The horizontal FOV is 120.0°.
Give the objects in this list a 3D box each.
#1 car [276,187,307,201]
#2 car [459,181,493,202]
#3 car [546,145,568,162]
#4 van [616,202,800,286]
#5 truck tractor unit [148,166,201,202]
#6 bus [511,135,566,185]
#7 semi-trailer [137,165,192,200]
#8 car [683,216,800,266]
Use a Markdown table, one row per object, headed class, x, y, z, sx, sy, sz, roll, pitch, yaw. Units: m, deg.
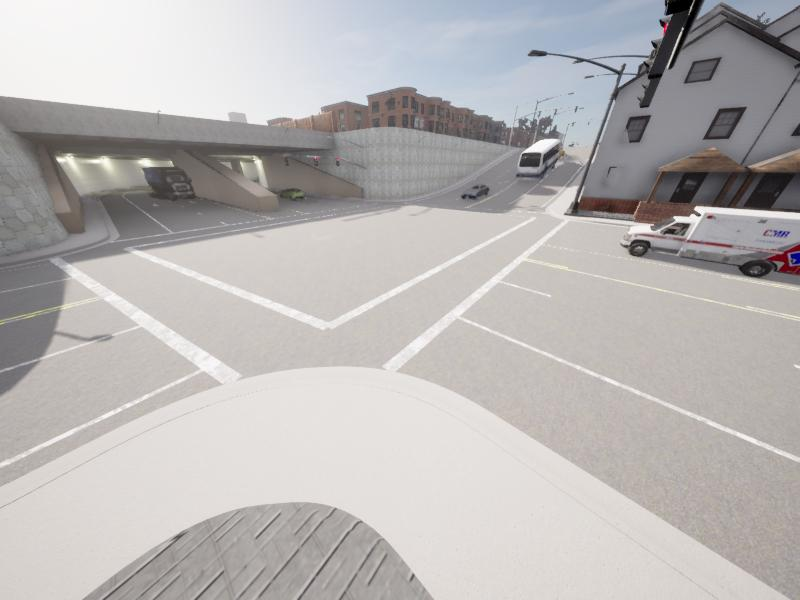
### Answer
| class | x | y | z | sx | sy | sz | roll | pitch | yaw |
| --- | --- | --- | --- | --- | --- | --- | --- | --- | --- |
| car | -15.836 | -15.520 | 33.666 | 4.514 | 1.525 | 2.007 | 23 | 37 | 34 |
| car | 10.331 | -14.725 | 31.274 | 2.152 | 1.651 | 5.027 | 23 | 43 | 35 |
| car | 28.967 | -27.085 | 42.658 | 1.801 | 1.575 | 5.366 | 24 | 51 | 34 |
| van | 14.908 | -2.901 | 10.908 | 6.366 | 2.431 | 2.351 | 24 | 38 | 35 |
| truck tractor unit | -32.070 | -16.618 | 32.867 | 6.516 | 4.208 | 3.053 | 22 | 37 | 33 |
| bus | 21.843 | -22.117 | 36.341 | 3.944 | 4.253 | 10.273 | 24 | 51 | 35 |
| semi-trailer | -38.161 | -19.227 | 37.194 | 14.254 | 4.402 | 2.717 | 23 | 37 | 34 |
| car | 18.599 | -3.250 | 12.332 | 3.988 | 1.617 | 1.851 | 24 | 38 | 35 |
